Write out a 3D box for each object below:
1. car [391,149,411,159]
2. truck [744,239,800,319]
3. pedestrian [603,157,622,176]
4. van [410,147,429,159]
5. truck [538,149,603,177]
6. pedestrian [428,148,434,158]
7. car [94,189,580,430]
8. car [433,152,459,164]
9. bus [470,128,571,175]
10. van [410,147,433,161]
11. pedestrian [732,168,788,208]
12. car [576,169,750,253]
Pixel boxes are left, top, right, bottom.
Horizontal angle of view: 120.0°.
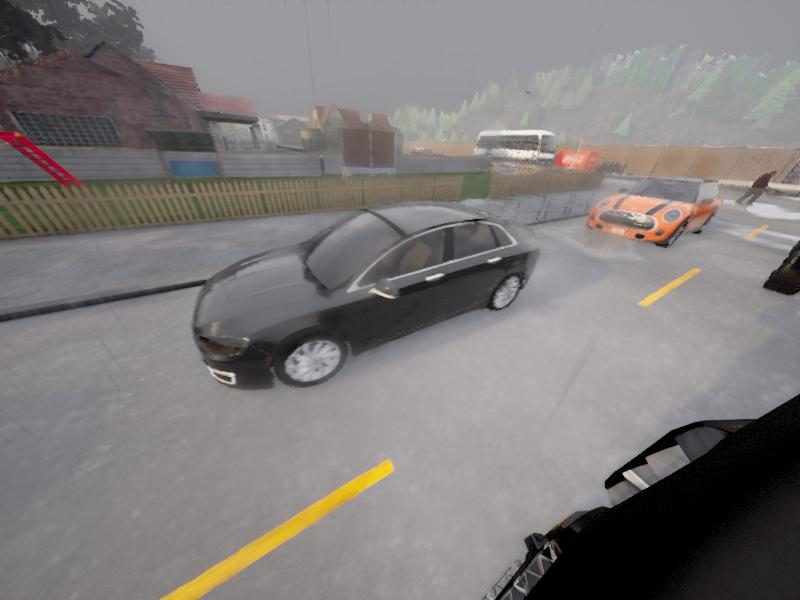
[{"bbox_3d":[0.102,-31.710,50.009,1.801,1.575,5.366,-16,38,-26],"label":"car"},{"bbox_3d":[9.723,-1.041,4.203,6.274,2.098,2.390,-16,38,-26],"label":"truck"},{"bbox_3d":[25.171,-15.873,27.417,0.751,1.860,0.751,-17,38,-27],"label":"pedestrian"},{"bbox_3d":[4.290,-32.171,50.610,1.775,1.987,4.442,-16,38,-26],"label":"van"},{"bbox_3d":[20.229,-16.572,27.833,2.627,2.467,5.204,-16,38,-26],"label":"truck"},{"bbox_3d":[7.068,-33.733,53.010,0.751,1.860,0.751,-17,38,-26],"label":"pedestrian"},{"bbox_3d":[0.001,-0.532,3.353,4.892,1.490,1.837,-16,38,-26],"label":"car"},{"bbox_3d":[7.715,-24.118,39.220,1.816,1.474,4.193,-16,38,-26],"label":"car"},{"bbox_3d":[14.360,-18.864,29.273,3.944,4.253,10.273,-16,38,-26],"label":"bus"},{"bbox_3d":[4.010,-28.036,44.342,2.069,2.038,4.480,-16,38,-26],"label":"van"},{"bbox_3d":[19.495,-6.070,12.545,0.751,1.860,0.751,-16,38,-26],"label":"pedestrian"},{"bbox_3d":[8.386,-3.082,7.446,4.553,1.767,2.097,-16,38,-26],"label":"car"}]
